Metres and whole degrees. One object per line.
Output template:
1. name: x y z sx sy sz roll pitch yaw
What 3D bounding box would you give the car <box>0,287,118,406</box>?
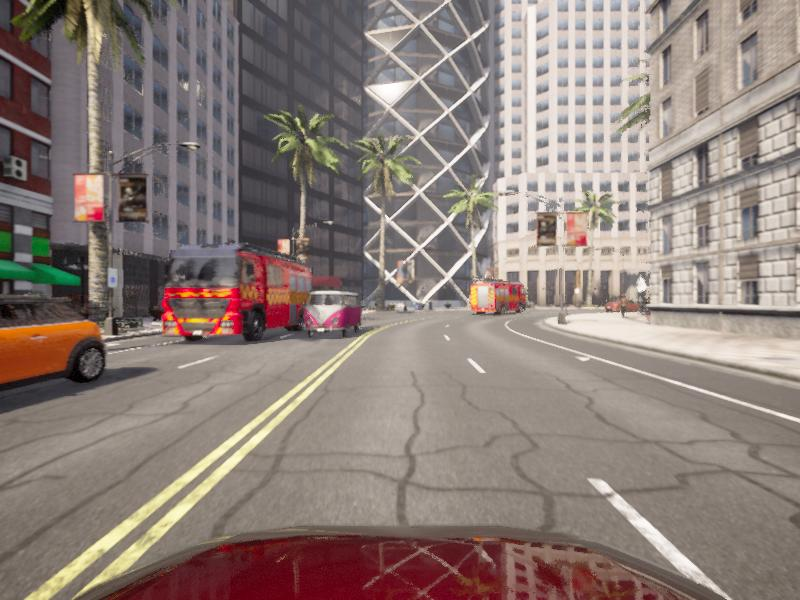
1. car: -6.977 0.691 6.094 2.097 1.767 4.553 0 0 1

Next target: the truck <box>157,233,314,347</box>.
1. truck: -6.527 -0.325 17.857 2.891 3.827 8.468 0 0 5

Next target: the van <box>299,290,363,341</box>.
1. van: -2.929 0.593 17.915 1.775 1.987 4.442 0 0 5

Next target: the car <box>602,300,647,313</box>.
1. car: 28.852 0.767 51.365 5.027 1.651 2.152 0 0 -16

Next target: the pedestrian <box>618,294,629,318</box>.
1. pedestrian: 17.321 0.477 31.016 0.751 1.860 0.751 0 0 30

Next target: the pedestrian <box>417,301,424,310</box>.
1. pedestrian: 2.930 0.746 58.160 0.751 1.300 0.751 0 0 -38

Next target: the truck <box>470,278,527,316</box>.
1. truck: 11.113 -0.335 44.474 2.891 3.827 8.468 0 0 39
